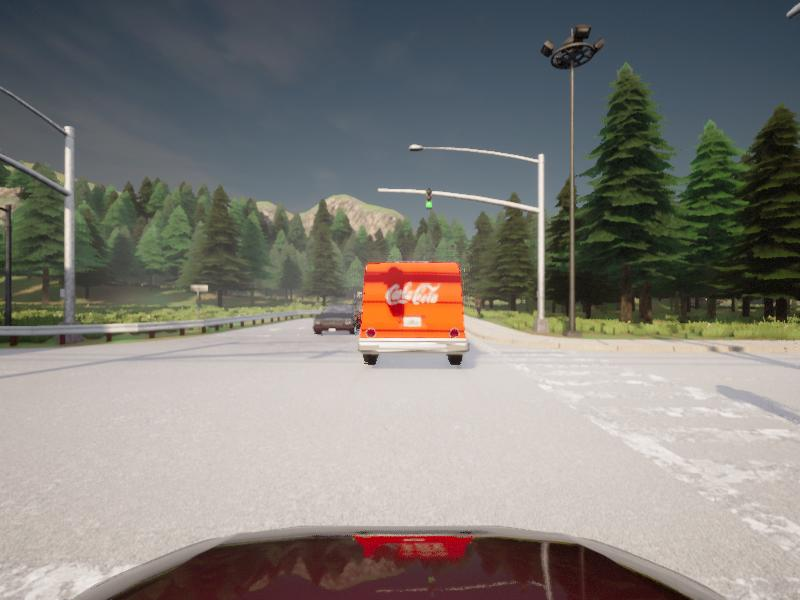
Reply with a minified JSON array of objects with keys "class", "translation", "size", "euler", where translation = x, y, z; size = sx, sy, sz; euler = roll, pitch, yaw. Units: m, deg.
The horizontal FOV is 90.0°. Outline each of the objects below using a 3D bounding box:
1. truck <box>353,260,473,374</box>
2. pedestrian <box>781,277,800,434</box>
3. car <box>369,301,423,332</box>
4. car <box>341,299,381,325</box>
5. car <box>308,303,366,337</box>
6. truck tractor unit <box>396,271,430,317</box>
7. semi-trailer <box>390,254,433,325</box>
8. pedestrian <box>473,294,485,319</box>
[{"class":"truck","translation":[0.361,0.368,11.307],"size":[2.627,2.467,5.204],"euler":[0,0,2]},{"class":"pedestrian","translation":[5.078,0.657,4.603],"size":[0.751,1.860,0.751],"euler":[0,0,19]},{"class":"car","translation":[-0.087,0.832,22.196],"size":[2.128,1.511,4.902],"euler":[0,0,10]},{"class":"car","translation":[-2.604,0.751,28.034],"size":[2.242,1.667,4.611],"euler":[0,0,2]},{"class":"car","translation":[-2.907,0.891,19.760],"size":[2.033,1.411,5.357],"euler":[0,0,0]},{"class":"truck tractor unit","translation":[1.340,-0.531,39.918],"size":[3.053,4.208,6.516],"euler":[0,0,2]},{"class":"semi-trailer","translation":[1.012,-0.625,32.011],"size":[2.717,4.402,14.254],"euler":[0,0,2]},{"class":"pedestrian","translation":[5.806,0.479,29.360],"size":[0.751,1.860,0.751],"euler":[0,0,1]}]
